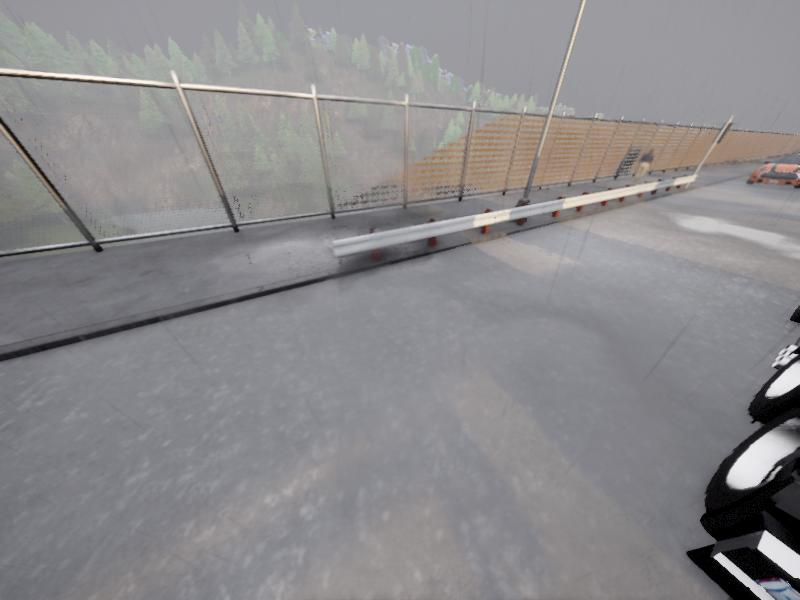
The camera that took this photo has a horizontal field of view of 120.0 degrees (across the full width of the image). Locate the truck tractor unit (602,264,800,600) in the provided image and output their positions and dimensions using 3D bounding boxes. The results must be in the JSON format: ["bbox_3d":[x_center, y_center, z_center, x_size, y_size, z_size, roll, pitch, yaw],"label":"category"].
[{"bbox_3d":[5.108,-0.304,0.784,6.516,4.208,3.053,-18,39,-24],"label":"truck tractor unit"}]

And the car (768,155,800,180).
[{"bbox_3d":[30.528,-10.045,17.497,4.181,1.385,1.994,-18,39,-25],"label":"car"}]

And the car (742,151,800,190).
[{"bbox_3d":[24.192,-8.133,14.323,4.553,1.767,2.097,-18,39,-24],"label":"car"}]

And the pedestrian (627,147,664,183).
[{"bbox_3d":[15.039,-8.287,14.185,0.751,1.860,0.751,-26,43,-33],"label":"pedestrian"}]
